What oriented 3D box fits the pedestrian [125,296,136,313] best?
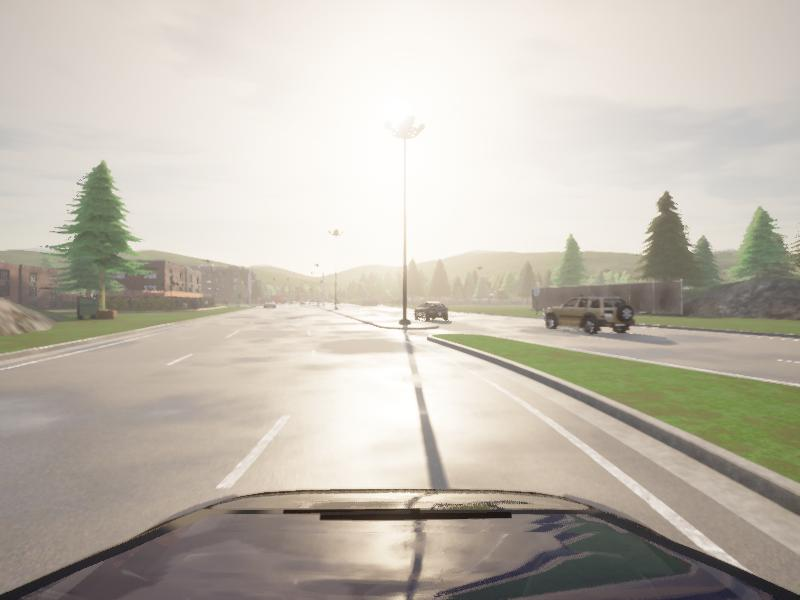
[{"bbox_3d":[-31.236,0.505,46.362,0.751,1.860,0.751,0,0,33],"label":"pedestrian"}]

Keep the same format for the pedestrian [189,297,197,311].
[{"bbox_3d":[-27.914,0.507,53.924,0.751,1.860,0.751,0,0,-13],"label":"pedestrian"}]

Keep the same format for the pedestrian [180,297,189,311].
[{"bbox_3d":[-27.770,0.506,51.631,0.751,1.860,0.751,0,0,27],"label":"pedestrian"}]

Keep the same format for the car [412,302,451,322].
[{"bbox_3d":[2.399,0.865,31.785,1.816,1.474,4.193,0,0,-15],"label":"car"}]

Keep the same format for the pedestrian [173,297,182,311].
[{"bbox_3d":[-28.243,0.506,50.812,0.751,1.860,0.751,0,0,34],"label":"pedestrian"}]

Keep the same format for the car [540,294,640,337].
[{"bbox_3d":[9.233,0.659,19.928,1.932,1.855,4.605,0,0,-16],"label":"car"}]
